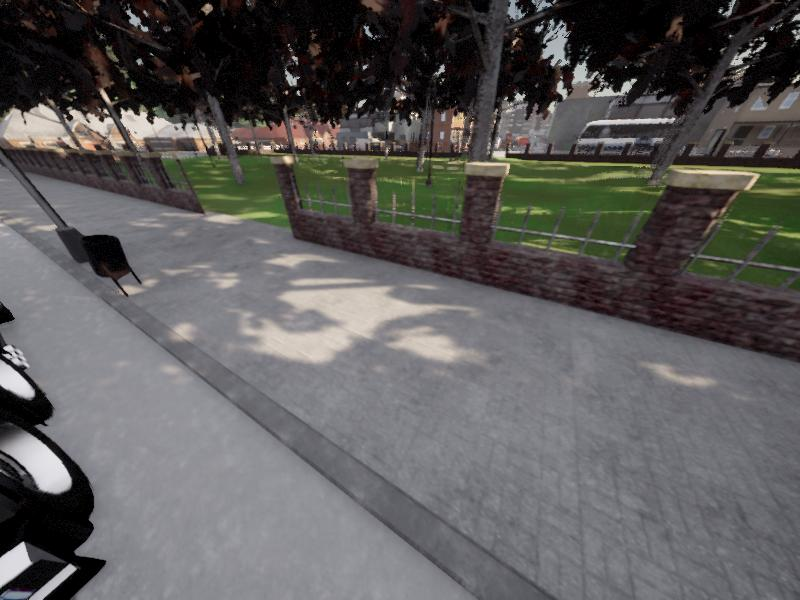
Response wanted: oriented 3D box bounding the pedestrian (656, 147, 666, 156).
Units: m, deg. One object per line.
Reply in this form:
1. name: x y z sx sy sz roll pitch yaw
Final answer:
1. pedestrian: 37.404 -21.346 33.139 0.500 1.100 0.500 -27 43 -32

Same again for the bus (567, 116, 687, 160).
1. bus: 29.386 -21.651 31.118 10.273 4.253 3.944 18 39 24

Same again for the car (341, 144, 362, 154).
1. car: -9.687 -30.348 46.353 3.633 1.501 1.845 17 38 23

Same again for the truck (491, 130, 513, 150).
1. truck: 25.748 -40.081 58.005 2.891 3.827 8.468 18 39 24

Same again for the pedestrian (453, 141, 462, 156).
1. pedestrian: 8.717 -22.946 35.037 0.751 1.860 0.751 25 42 31

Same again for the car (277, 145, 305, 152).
1. car: -25.190 -35.288 53.712 5.357 1.411 2.033 3 35 5

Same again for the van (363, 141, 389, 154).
1. van: -4.496 -28.832 43.728 4.442 1.987 1.775 16 38 23

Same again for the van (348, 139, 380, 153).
1. van: -7.652 -32.788 49.055 6.366 2.431 2.351 18 39 24

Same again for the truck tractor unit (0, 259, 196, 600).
1. truck tractor unit: -5.101 -0.311 0.796 6.516 4.208 3.053 19 39 25

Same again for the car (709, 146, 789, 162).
1. car: 40.362 -17.095 26.930 4.674 1.442 1.812 18 39 24

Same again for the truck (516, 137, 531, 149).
1. truck: 34.877 -44.167 65.008 2.627 2.467 5.204 18 40 24

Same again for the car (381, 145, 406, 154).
1. car: -1.267 -30.055 46.060 4.718 1.301 1.895 20 40 26

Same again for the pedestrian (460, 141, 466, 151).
1. pedestrian: 13.119 -32.199 48.276 0.751 1.860 0.751 29 44 35

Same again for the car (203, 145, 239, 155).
1. car: -35.315 -29.758 45.735 1.882 1.535 5.008 18 39 24

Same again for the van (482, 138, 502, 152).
1. van: 19.927 -33.501 49.826 2.351 2.431 6.366 19 39 25
